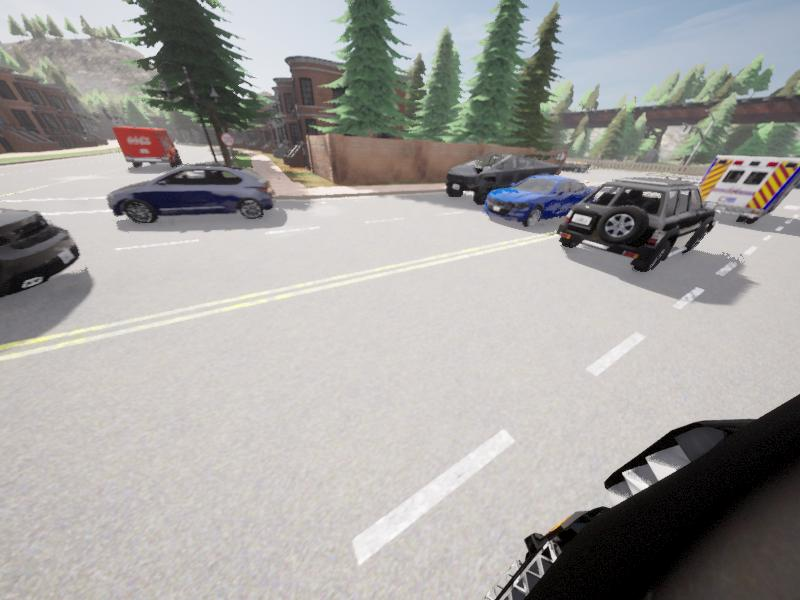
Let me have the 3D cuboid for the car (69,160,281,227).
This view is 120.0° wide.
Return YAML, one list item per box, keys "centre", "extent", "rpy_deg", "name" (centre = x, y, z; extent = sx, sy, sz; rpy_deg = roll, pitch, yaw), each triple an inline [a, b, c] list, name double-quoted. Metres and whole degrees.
- centre: [-6.283, -3.421, 7.270]
  extent: [4.193, 1.474, 1.816]
  rpy_deg: [-9, 36, -18]
  name: "car"

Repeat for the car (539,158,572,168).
- centre: [31.246, -27.589, 46.498]
  extent: [2.128, 1.511, 4.902]
  rpy_deg: [-16, 38, -26]
  name: "car"

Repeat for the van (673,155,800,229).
- centre: [16.484, -5.269, 10.955]
  extent: [6.366, 2.431, 2.351]
  rpy_deg: [-16, 38, -26]
  name: "van"

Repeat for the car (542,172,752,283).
- centre: [6.305, -2.148, 5.963]
  extent: [4.605, 1.855, 1.932]
  rpy_deg: [-16, 38, -26]
  name: "car"

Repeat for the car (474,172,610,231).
- centre: [5.571, -4.035, 9.056]
  extent: [5.008, 1.535, 1.882]
  rpy_deg: [-16, 38, -26]
  name: "car"

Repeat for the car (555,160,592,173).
- centre: [26.617, -20.519, 35.538]
  extent: [1.970, 1.475, 3.806]
  rpy_deg: [-16, 38, -26]
  name: "car"

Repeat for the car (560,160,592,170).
- centre: [35.379, -27.246, 46.500]
  extent: [1.895, 1.301, 4.718]
  rpy_deg: [-16, 38, -26]
  name: "car"

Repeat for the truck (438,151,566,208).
- centre: [5.371, -6.448, 12.162]
  extent: [6.274, 2.098, 2.390]
  rpy_deg: [-16, 38, -26]
  name: "truck"

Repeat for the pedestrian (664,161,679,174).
- centre: [48.743, -23.762, 41.465]
  extent: [0.751, 1.860, 0.751]
  rpy_deg: [-15, 38, -25]
  name: "pedestrian"

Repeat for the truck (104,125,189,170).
- centre: [-19.076, -11.802, 17.922]
  extent: [2.627, 2.467, 5.204]
  rpy_deg: [-14, 38, -24]
  name: "truck"

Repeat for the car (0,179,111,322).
- centre: [-7.413, -0.318, 2.499]
  extent: [4.892, 1.490, 1.837]
  rpy_deg: [-16, 38, -26]
  name: "car"

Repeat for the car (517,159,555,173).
- centre: [19.697, -19.619, 33.747]
  extent: [1.994, 1.385, 4.181]
  rpy_deg: [-16, 38, -26]
  name: "car"
